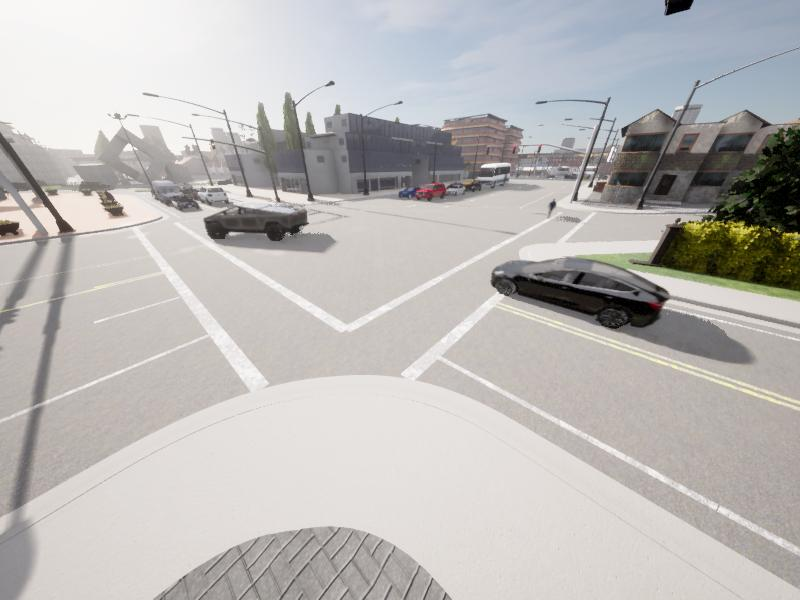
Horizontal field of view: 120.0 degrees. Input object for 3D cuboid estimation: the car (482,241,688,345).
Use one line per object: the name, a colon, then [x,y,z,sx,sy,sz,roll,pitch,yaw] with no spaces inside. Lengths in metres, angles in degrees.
car: [5.690,-0.622,7.906,4.792,1.488,2.163,23,37,34]

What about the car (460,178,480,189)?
car: [14.715,-24.380,48.283,1.882,1.535,5.008,23,39,34]

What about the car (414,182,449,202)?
car: [4.495,-15.481,32.969,2.150,2.045,5.566,23,37,34]

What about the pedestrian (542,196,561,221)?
pedestrian: [13.227,-7.983,20.182,0.751,1.860,0.751,21,36,32]

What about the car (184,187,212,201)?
car: [-29.555,-15.560,33.787,4.193,1.474,1.816,23,37,34]

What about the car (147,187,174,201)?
car: [-35.140,-15.621,33.838,3.633,1.501,1.845,22,37,33]

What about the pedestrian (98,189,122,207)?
pedestrian: [-32.602,-11.484,26.011,0.751,1.860,0.751,-2,30,-4]

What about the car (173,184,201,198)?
car: [-34.663,-17.825,37.543,5.238,1.638,1.930,23,37,34]

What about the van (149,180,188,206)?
van: [-29.986,-13.922,29.886,5.915,2.561,1.988,23,37,34]

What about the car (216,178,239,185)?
car: [-45.477,-31.210,60.974,2.033,1.411,5.357,1,30,1]

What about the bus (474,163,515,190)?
bus: [19.637,-25.762,47.774,3.944,4.253,10.273,23,39,34]

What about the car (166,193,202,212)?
car: [-24.281,-11.043,25.962,4.193,1.474,1.816,23,37,34]

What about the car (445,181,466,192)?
car: [10.656,-21.736,44.166,1.994,1.385,4.181,24,39,35]

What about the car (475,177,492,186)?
car: [19.038,-27.106,52.717,1.812,1.442,4.674,23,39,34]

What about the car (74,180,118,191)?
car: [-60.438,-22.857,46.112,4.553,1.767,2.097,-12,32,-20]

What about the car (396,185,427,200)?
car: [1.789,-16.373,35.030,1.882,1.535,5.008,22,37,34]

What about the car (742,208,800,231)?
car: [30.231,-6.222,17.792,4.718,1.301,1.895,-3,30,-5]

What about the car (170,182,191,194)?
car: [-39.723,-20.263,41.765,1.930,1.638,5.238,-26,39,-37]

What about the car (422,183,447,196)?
car: [5.948,-18.877,39.331,1.837,1.490,4.892,22,38,34]

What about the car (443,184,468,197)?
car: [9.175,-18.068,37.952,1.812,1.442,4.674,23,38,34]

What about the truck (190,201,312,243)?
truck: [-9.520,-5.209,15.282,6.274,2.098,2.390,4,29,7]

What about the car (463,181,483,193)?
car: [13.383,-20.697,42.256,1.816,1.474,4.193,23,38,34]

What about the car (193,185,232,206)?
car: [-24.089,-13.486,29.622,5.566,2.045,2.150,23,37,34]
